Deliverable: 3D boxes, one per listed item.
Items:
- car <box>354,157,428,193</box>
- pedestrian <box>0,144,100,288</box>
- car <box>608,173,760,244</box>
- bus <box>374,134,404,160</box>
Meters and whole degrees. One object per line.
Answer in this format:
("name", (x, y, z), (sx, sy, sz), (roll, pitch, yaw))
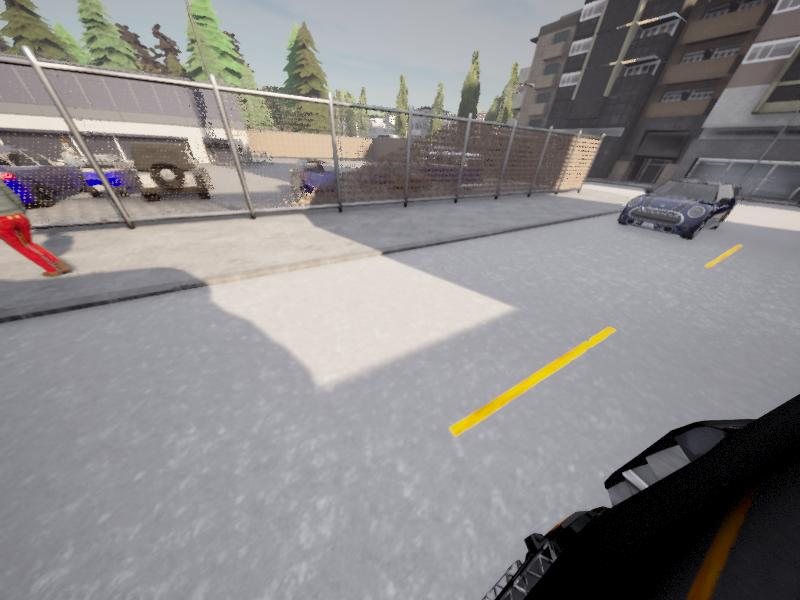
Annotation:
("car", (-0.526, -7.196, 13.265), (3.705, 1.547, 1.789), (-16, 38, -26))
("pedestrian", (-5.827, -1.195, 3.398), (0.751, 1.860, 0.751), (4, 33, 2))
("car", (10.543, -3.613, 8.630), (4.553, 1.767, 2.097), (-16, 38, -26))
("bus", (-2.059, -32.896, 49.598), (3.944, 4.253, 10.273), (8, 35, 10))
